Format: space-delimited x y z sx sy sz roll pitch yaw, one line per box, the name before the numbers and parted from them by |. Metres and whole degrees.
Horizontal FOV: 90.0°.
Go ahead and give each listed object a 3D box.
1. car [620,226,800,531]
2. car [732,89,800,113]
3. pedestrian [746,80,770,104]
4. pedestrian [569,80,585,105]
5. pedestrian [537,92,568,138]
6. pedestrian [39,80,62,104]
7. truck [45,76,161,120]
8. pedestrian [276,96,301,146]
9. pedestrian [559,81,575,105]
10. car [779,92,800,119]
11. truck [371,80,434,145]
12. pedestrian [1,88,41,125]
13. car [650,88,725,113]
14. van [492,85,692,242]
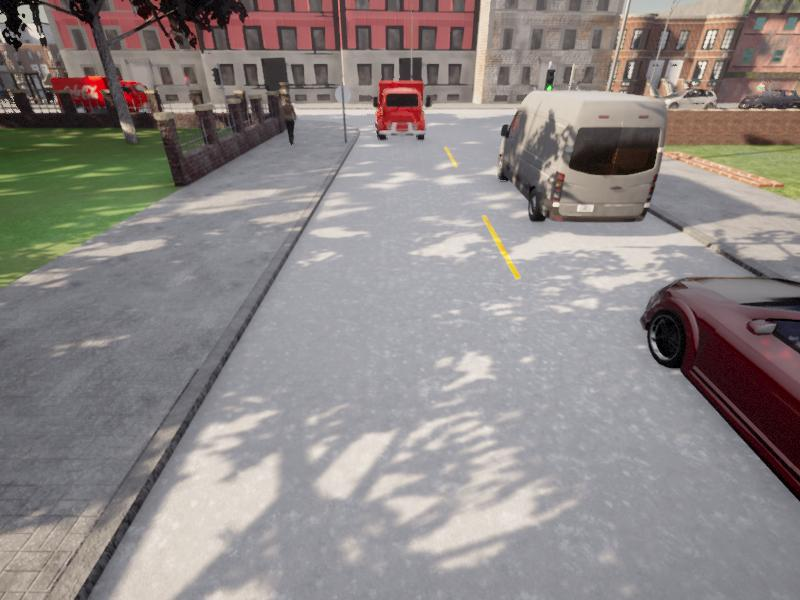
car | 4.028 0.766 3.350 1.994 1.385 4.181 0 30 0
car | 28.302 -15.289 30.690 3.633 1.501 1.845 0 30 0
pedestrian | 32.799 -19.041 36.632 0.751 1.860 0.751 -4 31 -8
pedestrian | 15.477 -18.153 35.013 0.751 1.860 0.751 5 31 8
pedestrian | 7.154 -8.731 18.858 0.751 1.860 0.751 -21 36 -32
pedestrian | -31.984 -19.059 36.661 0.751 1.860 0.751 8 31 13
truck | -19.827 -13.684 27.028 5.204 2.467 2.627 -1 30 0
pedestrian | -4.665 -7.505 16.776 0.751 1.860 0.751 -8 31 -13
pedestrian | 14.445 -17.902 34.583 0.751 1.860 0.751 3 30 6
car | 29.419 -13.273 27.229 5.008 1.535 1.882 0 30 0
truck | 0.034 -9.259 19.460 2.627 2.467 5.204 -1 29 -1
pedestrian | -21.726 -11.124 22.972 0.751 1.860 0.751 0 30 1
car | 21.943 -15.334 30.690 3.988 1.617 1.851 0 30 0
van | 3.973 -3.773 9.965 1.988 2.561 5.915 0 30 1
